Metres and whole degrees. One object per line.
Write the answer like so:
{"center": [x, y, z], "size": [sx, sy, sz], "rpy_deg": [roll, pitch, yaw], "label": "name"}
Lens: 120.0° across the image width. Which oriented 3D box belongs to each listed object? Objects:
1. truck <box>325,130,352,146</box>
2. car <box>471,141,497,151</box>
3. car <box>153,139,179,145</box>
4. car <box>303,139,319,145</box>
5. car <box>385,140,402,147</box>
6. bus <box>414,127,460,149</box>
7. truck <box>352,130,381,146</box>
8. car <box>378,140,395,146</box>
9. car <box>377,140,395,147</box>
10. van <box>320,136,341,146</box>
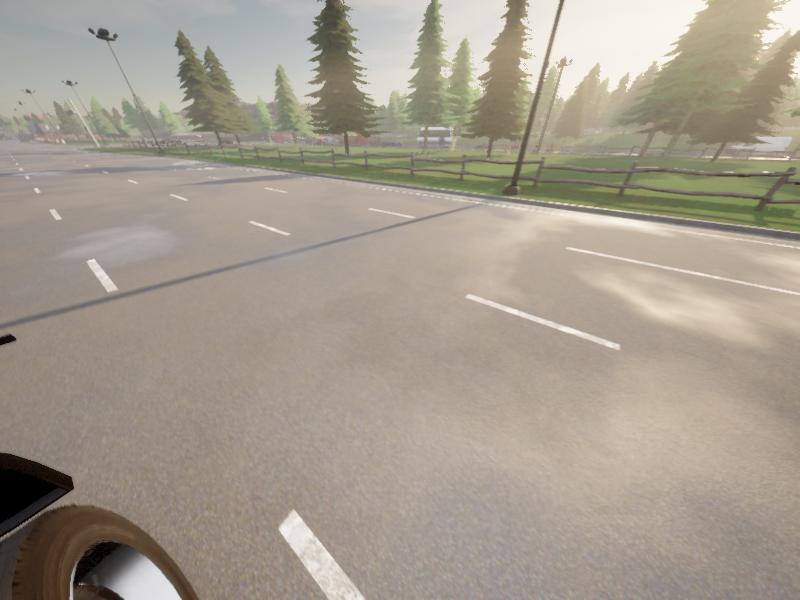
{"center": [-19.623, -51.999, 74.132], "size": [8.468, 3.827, 2.891], "rpy_deg": [22, 41, 28], "label": "truck"}
{"center": [19.092, -35.095, 52.533], "size": [5.027, 1.651, 2.152], "rpy_deg": [22, 41, 28], "label": "car"}
{"center": [-68.996, -46.673, 68.154], "size": [1.837, 1.490, 4.892], "rpy_deg": [23, 41, 28], "label": "car"}
{"center": [-29.609, -52.735, 76.982], "size": [4.856, 1.649, 2.033], "rpy_deg": [22, 41, 28], "label": "car"}
{"center": [-1.836, -43.722, 64.619], "size": [4.514, 1.525, 2.007], "rpy_deg": [22, 41, 28], "label": "car"}
{"center": [9.021, -40.312, 57.450], "size": [10.273, 4.253, 3.944], "rpy_deg": [22, 41, 28], "label": "bus"}
{"center": [-9.958, -48.027, 68.587], "size": [8.468, 3.827, 2.891], "rpy_deg": [22, 41, 28], "label": "truck"}
{"center": [-4.019, -47.111, 69.333], "size": [5.008, 1.535, 1.882], "rpy_deg": [22, 41, 28], "label": "car"}
{"center": [-3.792, -42.065, 62.211], "size": [4.892, 1.490, 1.837], "rpy_deg": [22, 41, 28], "label": "car"}
{"center": [-21.816, -49.858, 72.286], "size": [6.366, 2.431, 2.351], "rpy_deg": [22, 41, 28], "label": "van"}
